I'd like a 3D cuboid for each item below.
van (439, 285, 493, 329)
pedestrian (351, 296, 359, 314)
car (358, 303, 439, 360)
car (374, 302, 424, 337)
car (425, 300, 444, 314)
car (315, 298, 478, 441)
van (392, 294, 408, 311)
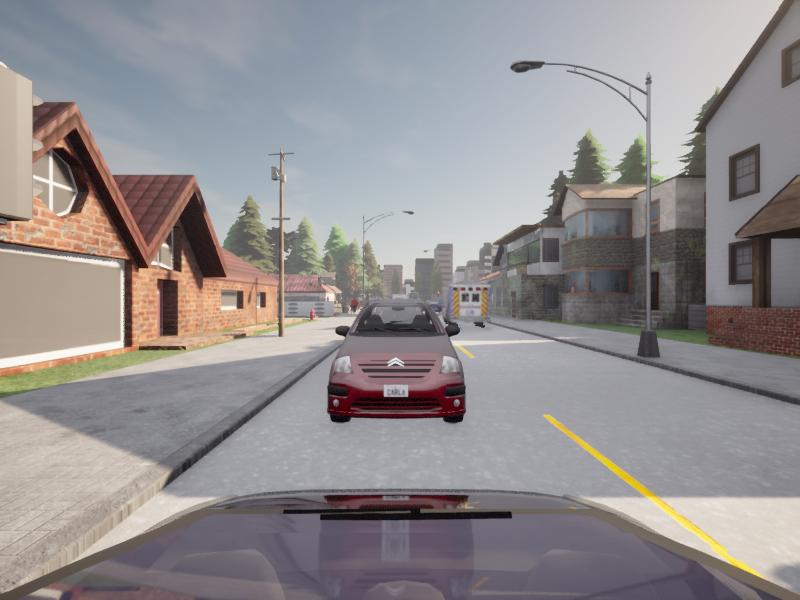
[{"bbox_3d":[3.963,0.378,25.311,2.351,2.431,6.366,0,0,0],"label":"van"},{"bbox_3d":[-4.676,0.533,41.441,0.751,1.860,0.751,0,0,2],"label":"pedestrian"},{"bbox_3d":[-0.035,0.851,13.090,2.163,1.488,4.792,0,0,0],"label":"car"},{"bbox_3d":[-0.034,0.851,19.556,2.163,1.488,4.792,0,0,0],"label":"car"},{"bbox_3d":[3.974,0.823,46.974,1.882,1.535,5.008,0,0,0],"label":"car"},{"bbox_3d":[-0.037,0.788,6.527,1.851,1.617,3.988,0,0,0],"label":"car"},{"bbox_3d":[-0.021,0.377,59.876,2.351,2.431,6.366,0,0,0],"label":"van"}]
